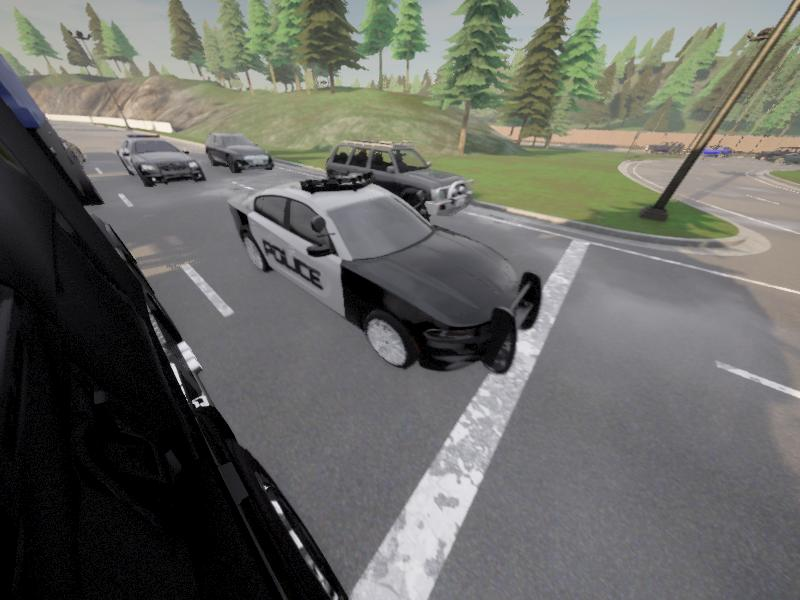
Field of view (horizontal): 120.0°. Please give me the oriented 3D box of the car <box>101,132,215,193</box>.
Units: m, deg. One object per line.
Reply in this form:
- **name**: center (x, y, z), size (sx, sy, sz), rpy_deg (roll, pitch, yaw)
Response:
- **car**: center (-10.142, -5.922, 9.651), size (4.974, 1.542, 2.038), rpy_deg (28, 44, 30)

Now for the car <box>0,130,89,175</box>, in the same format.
- **car**: center (-17.091, -7.188, 11.074), size (1.994, 1.385, 4.181), rpy_deg (-29, 47, -34)

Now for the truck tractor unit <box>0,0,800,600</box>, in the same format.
- **truck tractor unit**: center (-2.645, -0.295, 0.351), size (6.516, 4.208, 3.053), rpy_deg (28, 44, 30)

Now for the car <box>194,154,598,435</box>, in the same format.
- **car**: center (-0.695, -0.944, 3.478), size (5.238, 1.638, 1.930), rpy_deg (28, 44, 30)

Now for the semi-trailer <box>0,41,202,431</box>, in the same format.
- **semi-trailer**: center (-8.695, -3.606, 4.233), size (14.254, 4.402, 2.717), rpy_deg (28, 44, 30)

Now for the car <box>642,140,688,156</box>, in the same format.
- **car**: center (43.550, -25.177, 38.149), size (4.605, 1.855, 1.932), rpy_deg (28, 44, 30)

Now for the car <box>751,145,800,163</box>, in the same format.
- **car**: center (55.704, -21.489, 33.948), size (3.866, 1.878, 1.905), rpy_deg (28, 44, 30)

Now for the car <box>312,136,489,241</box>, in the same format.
- **car**: center (-0.230, -3.536, 6.762), size (4.605, 1.855, 1.932), rpy_deg (28, 44, 30)

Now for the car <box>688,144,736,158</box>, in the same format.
- **car**: center (53.019, -25.470, 39.444), size (4.514, 1.525, 2.007), rpy_deg (28, 44, 30)

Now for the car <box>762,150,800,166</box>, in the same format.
- **car**: center (51.004, -18.299, 29.838), size (4.181, 1.385, 1.994), rpy_deg (28, 44, 30)

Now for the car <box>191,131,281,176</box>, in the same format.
- **car**: center (-8.825, -7.998, 12.422), size (4.856, 1.649, 2.033), rpy_deg (27, 44, 30)
